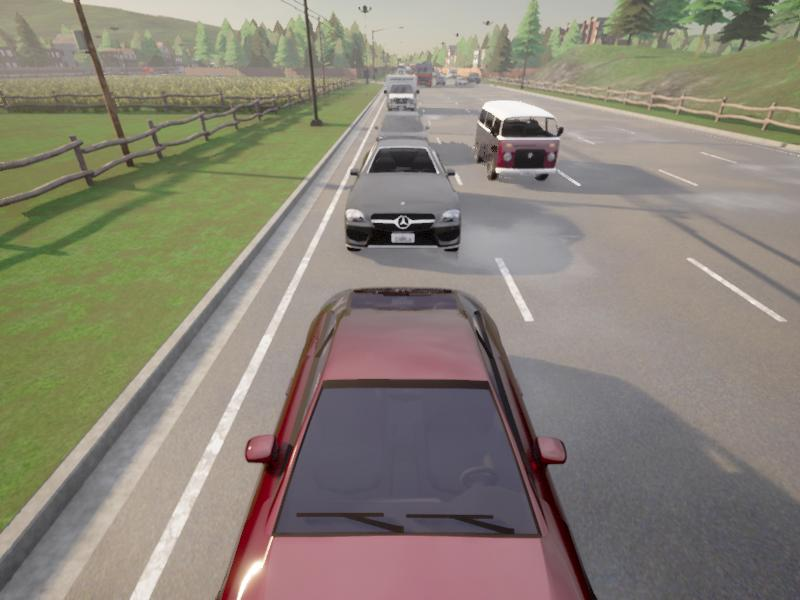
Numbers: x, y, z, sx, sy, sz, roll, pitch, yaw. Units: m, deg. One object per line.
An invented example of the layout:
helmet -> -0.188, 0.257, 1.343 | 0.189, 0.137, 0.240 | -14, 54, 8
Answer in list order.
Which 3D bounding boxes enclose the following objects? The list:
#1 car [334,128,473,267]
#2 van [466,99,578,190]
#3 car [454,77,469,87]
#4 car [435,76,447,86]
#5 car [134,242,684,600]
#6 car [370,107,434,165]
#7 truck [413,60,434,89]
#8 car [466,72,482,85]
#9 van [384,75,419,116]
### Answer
car -> 0.056, -2.564, 8.795 | 2.152, 1.651, 5.027 | 0, 30, 0
van -> 3.564, -5.136, 12.792 | 2.069, 2.038, 4.480 | 0, 30, 0
car -> 10.725, -38.250, 70.135 | 1.970, 1.475, 3.806 | 0, 30, 0
car -> 7.226, -38.687, 70.697 | 1.845, 1.501, 3.633 | 0, 30, 0
car -> 0.033, 1.026, 2.927 | 1.994, 1.385, 4.181 | 0, 30, 0
car -> 0.073, -6.634, 15.900 | 2.163, 1.488, 4.792 | 0, 30, 0
truck -> 3.712, -37.268, 66.013 | 2.891, 3.827, 8.468 | 0, 30, 0
car -> 14.246, -42.751, 77.210 | 2.150, 2.045, 5.566 | 0, 30, 0
van -> 0.113, -15.564, 30.246 | 2.351, 2.431, 6.366 | 0, 30, 0
